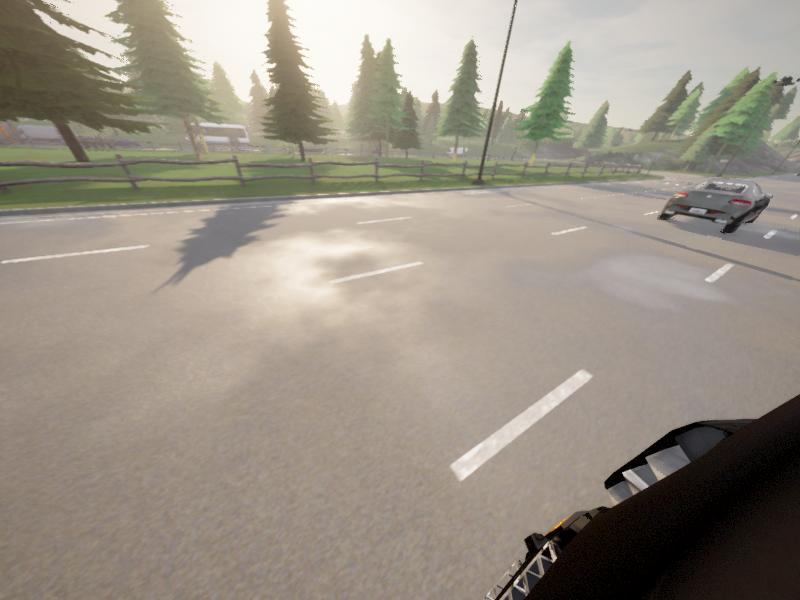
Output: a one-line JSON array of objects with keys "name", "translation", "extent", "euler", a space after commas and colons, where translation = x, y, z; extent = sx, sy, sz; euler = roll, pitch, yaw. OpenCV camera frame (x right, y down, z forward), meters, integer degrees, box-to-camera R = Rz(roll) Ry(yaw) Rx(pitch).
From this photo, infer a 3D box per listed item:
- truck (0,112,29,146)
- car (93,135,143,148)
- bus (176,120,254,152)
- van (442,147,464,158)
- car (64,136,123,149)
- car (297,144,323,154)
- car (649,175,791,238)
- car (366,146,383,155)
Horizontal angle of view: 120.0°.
[{"name": "truck", "translation": [-59.224, -23.319, 31.149], "extent": [8.468, 3.827, 2.891], "euler": [-16, 38, -26]}, {"name": "car", "translation": [-49.001, -27.563, 40.331], "extent": [5.008, 1.535, 1.882], "euler": [-15, 37, -26]}, {"name": "bus", "translation": [-34.176, -30.558, 43.464], "extent": [10.273, 4.253, 3.944], "euler": [-16, 38, -26]}, {"name": "van", "translation": [16.119, -45.084, 70.460], "extent": [5.915, 2.561, 1.988], "euler": [10, 34, 11]}, {"name": "car", "translation": [-46.203, -23.836, 34.985], "extent": [4.892, 1.490, 1.837], "euler": [-16, 38, -26]}, {"name": "car", "translation": [-19.599, -32.913, 50.444], "extent": [5.027, 1.651, 2.152], "euler": [-11, 36, -20]}, {"name": "car", "translation": [13.065, -4.012, 9.460], "extent": [5.027, 1.651, 2.152], "euler": [-16, 38, -26]}, {"name": "car", "translation": [-6.718, -39.729, 61.392], "extent": [3.866, 1.878, 1.905], "euler": [-16, 38, -26]}]
